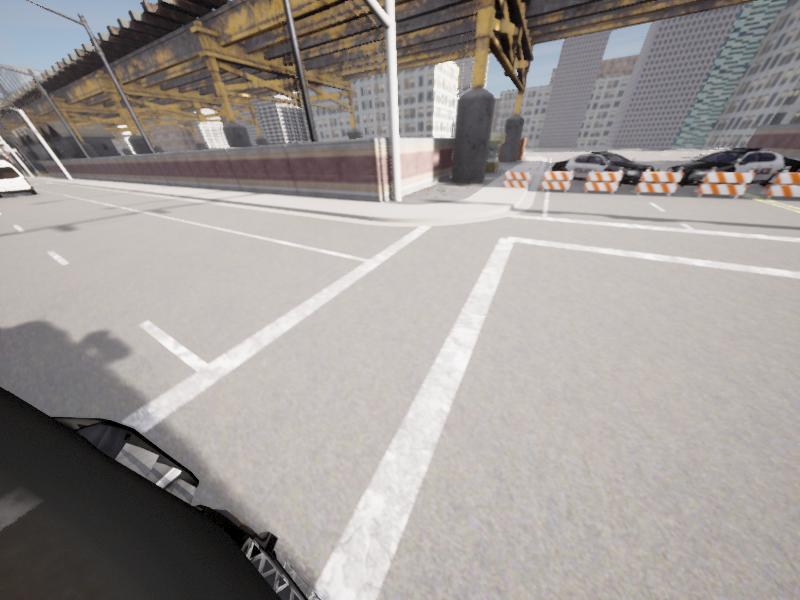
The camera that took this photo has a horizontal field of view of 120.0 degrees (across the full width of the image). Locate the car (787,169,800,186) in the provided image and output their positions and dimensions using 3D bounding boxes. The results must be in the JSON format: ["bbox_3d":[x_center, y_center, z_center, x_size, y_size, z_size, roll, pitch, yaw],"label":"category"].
[{"bbox_3d":[20.052,-5.163,8.886,2.038,1.542,4.974,-20,37,-25],"label":"car"}]

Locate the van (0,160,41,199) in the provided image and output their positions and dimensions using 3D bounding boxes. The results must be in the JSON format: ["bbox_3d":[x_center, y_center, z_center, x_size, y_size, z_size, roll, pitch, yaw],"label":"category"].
[{"bbox_3d":[-33.532,-10.206,19.443,5.915,2.561,1.988,16,38,26],"label":"van"}]

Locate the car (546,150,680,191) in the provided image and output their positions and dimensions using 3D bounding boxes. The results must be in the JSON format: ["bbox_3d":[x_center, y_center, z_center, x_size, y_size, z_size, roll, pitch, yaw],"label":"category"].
[{"bbox_3d":[11.017,-7.235,12.656,2.038,1.542,4.974,-11,34,-12],"label":"car"}]

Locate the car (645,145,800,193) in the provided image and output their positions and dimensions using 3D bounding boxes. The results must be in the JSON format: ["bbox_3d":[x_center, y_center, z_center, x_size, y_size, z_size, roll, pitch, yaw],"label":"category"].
[{"bbox_3d":[15.012,-6.100,10.659,4.974,1.542,2.038,-5,34,-4],"label":"car"}]

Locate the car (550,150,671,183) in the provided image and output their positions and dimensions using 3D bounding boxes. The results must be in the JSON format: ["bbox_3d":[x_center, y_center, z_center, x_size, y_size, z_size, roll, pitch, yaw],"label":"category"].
[{"bbox_3d":[10.996,-7.394,12.610,1.853,1.218,4.536,-11,34,-12],"label":"car"}]

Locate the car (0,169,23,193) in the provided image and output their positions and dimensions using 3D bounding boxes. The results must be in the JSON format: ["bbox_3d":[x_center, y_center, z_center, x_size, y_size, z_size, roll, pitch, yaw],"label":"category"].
[{"bbox_3d":[-40.446,-11.915,23.098,3.866,1.878,1.905,16,38,26],"label":"car"}]

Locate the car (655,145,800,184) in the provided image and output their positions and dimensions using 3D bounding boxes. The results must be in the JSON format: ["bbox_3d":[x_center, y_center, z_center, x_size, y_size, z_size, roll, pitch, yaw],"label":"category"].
[{"bbox_3d":[15.057,-6.237,10.576,4.536,1.218,1.853,-5,34,-4],"label":"car"}]
